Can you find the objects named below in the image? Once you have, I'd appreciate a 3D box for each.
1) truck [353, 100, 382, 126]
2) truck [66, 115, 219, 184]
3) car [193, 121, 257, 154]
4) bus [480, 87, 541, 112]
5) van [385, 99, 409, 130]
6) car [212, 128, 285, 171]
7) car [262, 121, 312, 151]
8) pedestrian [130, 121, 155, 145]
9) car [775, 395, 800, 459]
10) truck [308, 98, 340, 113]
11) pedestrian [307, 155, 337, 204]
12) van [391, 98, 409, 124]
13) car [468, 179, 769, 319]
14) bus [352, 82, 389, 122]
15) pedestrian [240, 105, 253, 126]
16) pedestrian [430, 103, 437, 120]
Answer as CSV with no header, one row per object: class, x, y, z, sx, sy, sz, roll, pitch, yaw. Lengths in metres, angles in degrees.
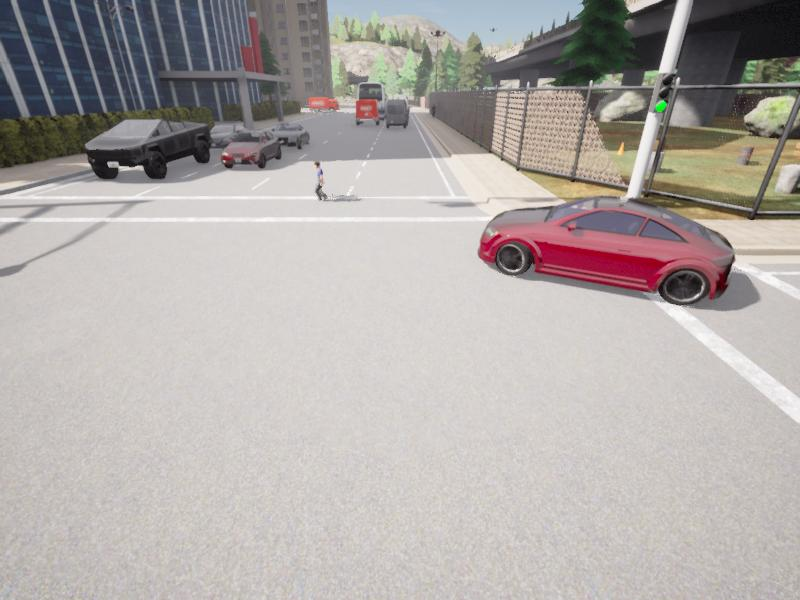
truck,-3.471,-20.531,43.765,2.627,2.467,5.204,0,27,0
truck,-10.483,-6.680,17.238,2.390,2.098,6.274,0,27,0
car,-10.479,-9.984,24.378,1.812,1.442,4.674,0,27,0
bus,21.280,-38.819,77.529,10.273,4.253,3.944,0,27,0
van,-0.238,-18.806,40.348,1.988,2.561,5.915,2,27,3
car,-6.981,-7.222,18.978,1.816,1.474,4.193,0,27,0
car,-6.987,-10.376,25.227,1.994,1.385,4.181,0,27,-1
pedestrian,-16.092,-10.449,25.045,0.751,1.300,0.751,1,27,1
car,6.054,1.138,2.625,4.611,1.667,2.242,0,27,-1
truck,-14.111,-36.418,74.765,5.204,2.467,2.627,0,27,0
pedestrian,-2.365,-3.695,12.263,0.751,1.300,0.751,-3,27,-7
van,0.034,-22.635,47.794,1.988,2.561,5.915,0,27,0
car,3.638,-1.174,7.426,4.181,1.385,1.994,13,30,23
bus,-3.588,-25.707,51.888,3.944,4.253,10.273,0,27,0
pedestrian,-15.215,-18.299,39.697,0.751,1.860,0.751,0,27,-1
pedestrian,4.186,-23.542,49.917,0.751,1.860,0.751,-1,27,-2
